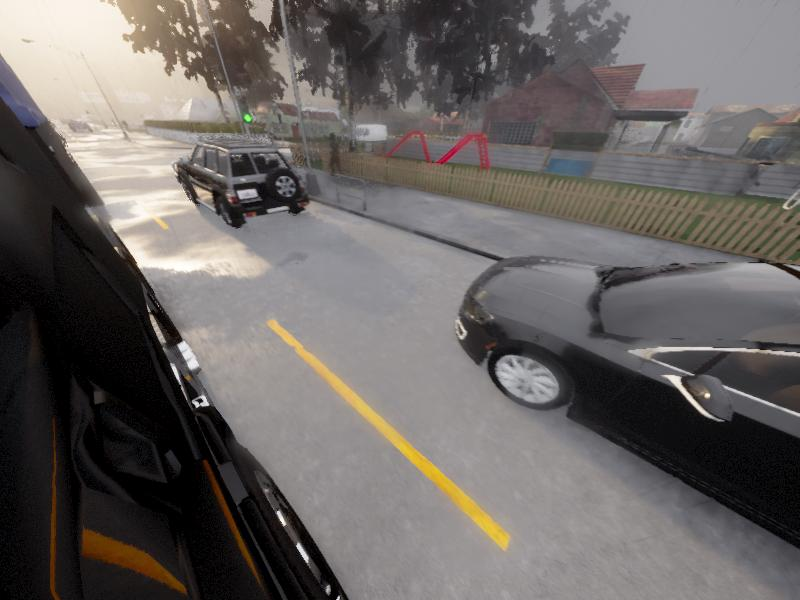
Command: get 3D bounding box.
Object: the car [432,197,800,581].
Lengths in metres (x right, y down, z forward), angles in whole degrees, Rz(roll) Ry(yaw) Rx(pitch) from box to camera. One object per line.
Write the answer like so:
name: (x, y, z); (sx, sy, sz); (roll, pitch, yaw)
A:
car: (2.868, 0.620, 1.707); (4.892, 1.490, 1.837); (28, 43, 30)

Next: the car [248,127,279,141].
car: (-19.434, -23.567, 32.804); (4.181, 1.381, 1.994); (28, 43, 30)

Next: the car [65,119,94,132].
car: (-55.370, -30.132, 39.887); (5.027, 1.651, 2.152); (28, 43, 30)

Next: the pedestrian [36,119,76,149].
pedestrian: (-26.839, -12.960, 18.041); (0.751, 1.860, 0.751); (13, 38, 14)

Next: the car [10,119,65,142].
car: (-36.446, -17.055, 23.236); (4.611, 1.667, 2.242); (25, 42, 28)

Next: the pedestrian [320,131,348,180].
pedestrian: (-3.047, -6.740, 10.800); (0.751, 1.860, 0.751); (27, 43, 30)

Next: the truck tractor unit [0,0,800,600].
truck tractor unit: (-2.645, -0.295, 0.351); (6.516, 4.208, 3.053); (28, 44, 30)

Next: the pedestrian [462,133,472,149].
pedestrian: (9.637, -22.799, 33.213); (0.751, 1.860, 0.751); (28, 43, 30)

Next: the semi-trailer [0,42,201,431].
semi-trailer: (-8.707, -3.572, 4.260); (14.254, 4.402, 2.717); (28, 43, 30)

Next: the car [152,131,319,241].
car: (-4.635, -3.488, 6.522); (4.605, 1.855, 1.932); (29, 44, 30)

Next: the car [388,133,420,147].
car: (0.656, -25.053, 36.171); (2.152, 1.651, 5.027); (28, 43, 30)

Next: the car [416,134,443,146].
car: (5.266, -28.184, 40.698); (1.801, 1.575, 5.366); (28, 43, 30)

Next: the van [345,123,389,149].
van: (-4.257, -22.062, 31.091); (1.988, 2.561, 5.915); (28, 43, 30)
